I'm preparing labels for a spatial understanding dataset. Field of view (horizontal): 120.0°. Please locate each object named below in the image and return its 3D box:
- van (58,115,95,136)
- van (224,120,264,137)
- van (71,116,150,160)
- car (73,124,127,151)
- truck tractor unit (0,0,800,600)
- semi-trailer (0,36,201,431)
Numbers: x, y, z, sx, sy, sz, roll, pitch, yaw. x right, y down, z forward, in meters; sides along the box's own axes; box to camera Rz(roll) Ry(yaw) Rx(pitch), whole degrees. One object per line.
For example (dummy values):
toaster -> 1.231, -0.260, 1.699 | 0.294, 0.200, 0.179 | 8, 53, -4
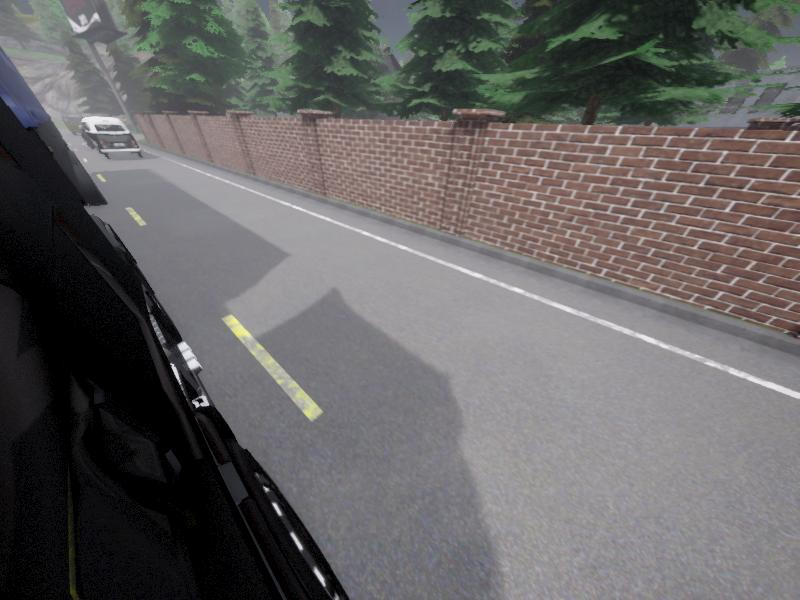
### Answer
van -> -40.674, -21.983, 29.048 | 4.442, 1.987, 1.775 | 27, 43, 29
van -> -25.120, -27.730, 37.350 | 2.069, 2.038, 4.480 | 27, 43, 29
van -> -18.541, -10.425, 14.816 | 4.480, 2.038, 2.069 | 27, 43, 30
car -> -24.181, -13.159, 18.609 | 4.892, 1.490, 1.837 | 28, 43, 30
truck tractor unit -> -2.645, -0.295, 0.351 | 6.516, 4.208, 3.053 | 28, 44, 30
semi-trailer -> -8.667, -3.612, 4.278 | 14.254, 4.402, 2.717 | 28, 44, 30
